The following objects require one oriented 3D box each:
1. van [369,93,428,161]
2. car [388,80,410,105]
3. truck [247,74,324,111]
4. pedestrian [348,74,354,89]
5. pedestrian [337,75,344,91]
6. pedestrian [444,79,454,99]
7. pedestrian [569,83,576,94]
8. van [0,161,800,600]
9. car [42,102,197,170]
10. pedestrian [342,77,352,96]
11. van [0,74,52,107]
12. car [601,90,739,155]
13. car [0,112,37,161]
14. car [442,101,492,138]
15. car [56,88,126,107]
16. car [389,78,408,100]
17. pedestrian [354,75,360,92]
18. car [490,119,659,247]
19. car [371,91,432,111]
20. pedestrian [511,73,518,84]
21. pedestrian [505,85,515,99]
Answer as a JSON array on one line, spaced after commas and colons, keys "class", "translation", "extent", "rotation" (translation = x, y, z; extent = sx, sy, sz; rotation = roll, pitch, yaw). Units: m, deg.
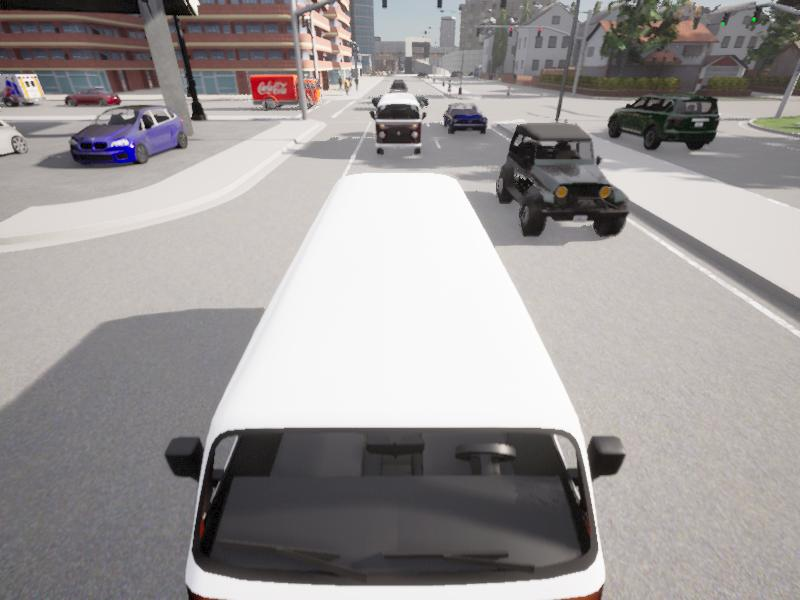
[{"class": "van", "translation": [-0.059, -7.175, 16.284], "extent": [2.069, 2.038, 4.480], "rotation": [0, 30, 0]}, {"class": "car", "translation": [-0.120, -19.503, 37.548], "extent": [1.932, 1.855, 4.605], "rotation": [0, 30, 0]}, {"class": "truck", "translation": [-8.989, -16.623, 32.019], "extent": [5.204, 2.467, 2.627], "rotation": [-1, 31, -2]}, {"class": "pedestrian", "translation": [-7.016, -31.176, 57.201], "extent": [0.751, 1.860, 0.751], "rotation": [0, 30, 0]}, {"class": "pedestrian", "translation": [-8.050, -29.581, 54.441], "extent": [0.751, 1.860, 0.751], "rotation": [0, 30, 1]}, {"class": "pedestrian", "translation": [5.302, -22.869, 43.281], "extent": [0.751, 1.860, 0.751], "rotation": [11, 32, 18]}, {"class": "pedestrian", "translation": [21.017, -25.777, 48.714], "extent": [0.500, 1.100, 0.500], "rotation": [-1, 30, -2]}, {"class": "van", "translation": [-0.024, 0.344, 3.402], "extent": [2.069, 2.038, 4.480], "rotation": [0, 30, 0]}, {"class": "car", "translation": [-9.764, -6.109, 14.586], "extent": [2.242, 1.667, 4.611], "rotation": [0, 30, 0]}, {"class": "pedestrian", "translation": [-5.910, -23.902, 44.747], "extent": [0.751, 1.860, 0.751], "rotation": [26, 39, 37]}, {"class": "van", "translation": [-34.683, -18.091, 34.583], "extent": [6.366, 2.431, 2.351], "rotation": [-1, 30, -1]}, {"class": "car", "translation": [11.440, -7.993, 17.674], "extent": [2.150, 2.045, 5.566], "rotation": [0, 30, 0]}, {"class": "car", "translation": [-15.507, -5.579, 13.996], "extent": [1.970, 1.475, 3.806], "rotation": [0, 30, 0]}, {"class": "car", "translation": [3.427, -9.780, 21.477], "extent": [1.895, 1.301, 4.718], "rotation": [0, 30, 0]}, {"class": "car", "translation": [-26.912, -17.705, 34.972], "extent": [4.181, 1.385, 1.994], "rotation": [0, 30, 0]}, {"class": "car", "translation": [-0.135, -23.146, 43.786], "extent": [1.932, 1.855, 4.605], "rotation": [0, 30, 0]}, {"class": "pedestrian", "translation": [-5.556, -27.978, 51.726], "extent": [0.751, 1.860, 0.751], "rotation": [-4, 30, -6]}, {"class": "car", "translation": [3.462, -2.817, 8.965], "extent": [1.905, 1.878, 3.866], "rotation": [0, 30, 0]}, {"class": "car", "translation": [0.095, -16.114, 32.323], "extent": [4.718, 1.301, 1.895], "rotation": [0, 30, 0]}, {"class": "pedestrian", "translation": [20.971, -40.483, 73.142], "extent": [0.751, 1.860, 0.751], "rotation": [0, 30, 0]}, {"class": "pedestrian", "translation": [11.607, -22.037, 42.413], "extent": [0.751, 1.300, 0.751], "rotation": [2, 30, 3]}]
